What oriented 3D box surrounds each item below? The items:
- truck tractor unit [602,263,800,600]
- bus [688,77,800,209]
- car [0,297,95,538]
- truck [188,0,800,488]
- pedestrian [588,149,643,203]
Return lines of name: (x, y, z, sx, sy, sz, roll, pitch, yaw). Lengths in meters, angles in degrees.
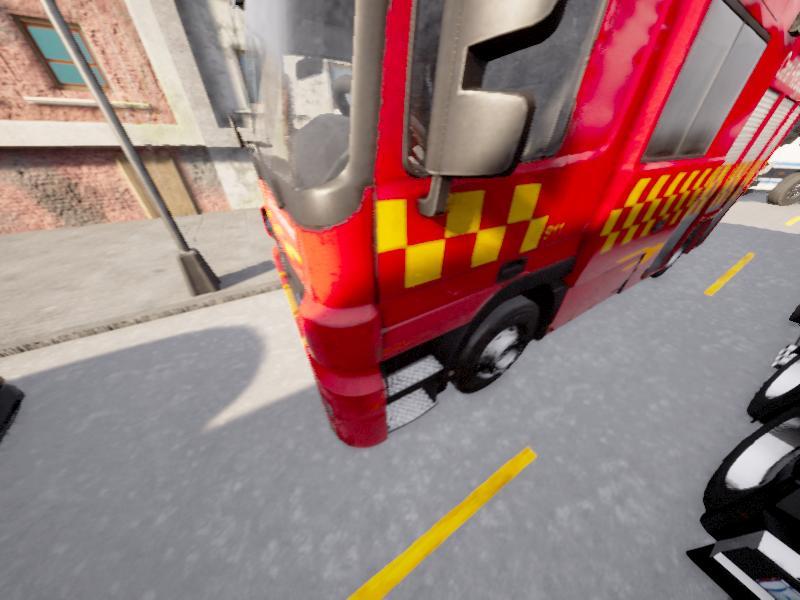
truck tractor unit: (5.108, -0.304, 0.782, 6.516, 4.208, 3.053, -18, 39, -24)
bus: (20.048, -5.642, 8.565, 10.273, 4.253, 3.944, 15, 37, 19)
car: (-5.075, 1.502, 0.506, 4.792, 1.488, 2.163, -18, 39, -24)
truck: (2.528, -1.999, 3.549, 8.468, 3.827, 2.891, -18, 39, -25)
pedestrian: (8.807, -5.093, 9.541, 0.751, 1.860, 0.751, -14, 37, -19)
